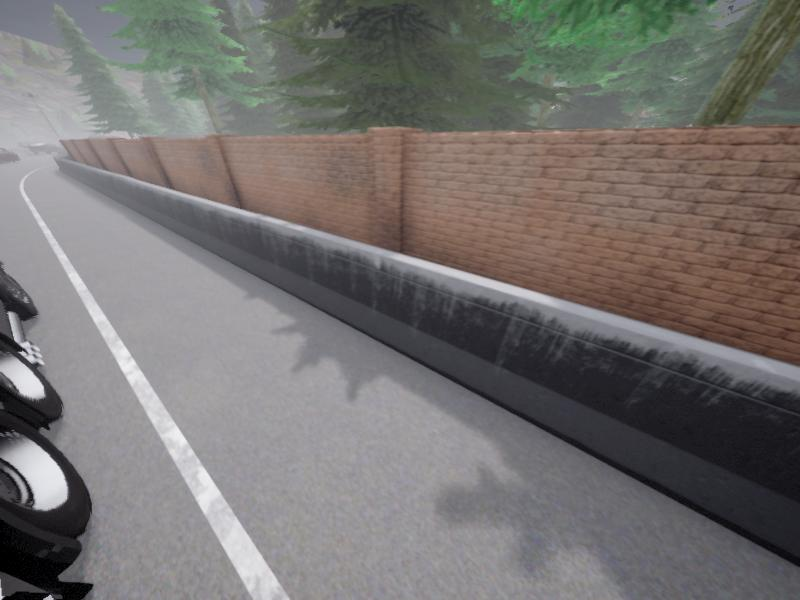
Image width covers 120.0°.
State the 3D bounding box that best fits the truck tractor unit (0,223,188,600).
[{"bbox_3d":[-5.041,-0.364,0.878,6.516,4.208,3.053,21,40,27],"label":"truck tractor unit"}]

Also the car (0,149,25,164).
[{"bbox_3d":[-52.204,-18.751,30.144,1.882,1.535,5.008,-26,42,-32],"label":"car"}]

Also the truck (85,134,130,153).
[{"bbox_3d":[-74.770,-40.259,59.406,2.891,3.827,8.468,-14,37,-19],"label":"truck"}]

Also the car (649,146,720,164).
[{"bbox_3d":[33.194,-17.175,27.250,4.856,1.649,2.033,22,40,29],"label":"car"}]
